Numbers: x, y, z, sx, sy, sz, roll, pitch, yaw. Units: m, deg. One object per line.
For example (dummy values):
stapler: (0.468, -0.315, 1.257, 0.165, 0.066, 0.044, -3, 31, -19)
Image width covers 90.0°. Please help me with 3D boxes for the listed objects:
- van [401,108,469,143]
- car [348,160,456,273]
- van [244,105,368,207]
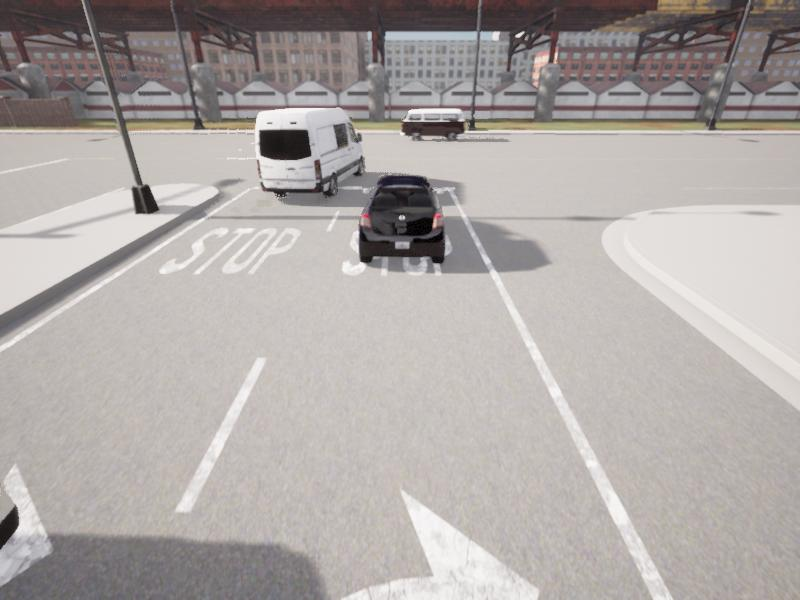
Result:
van: (2.287, -12.124, 27.734, 4.480, 2.038, 2.069, 0, 27, 0)
car: (0.066, -2.023, 8.779, 1.845, 1.501, 3.633, 1, 27, 1)
van: (-2.822, -5.322, 14.052, 1.988, 2.561, 5.915, 4, 28, 8)
